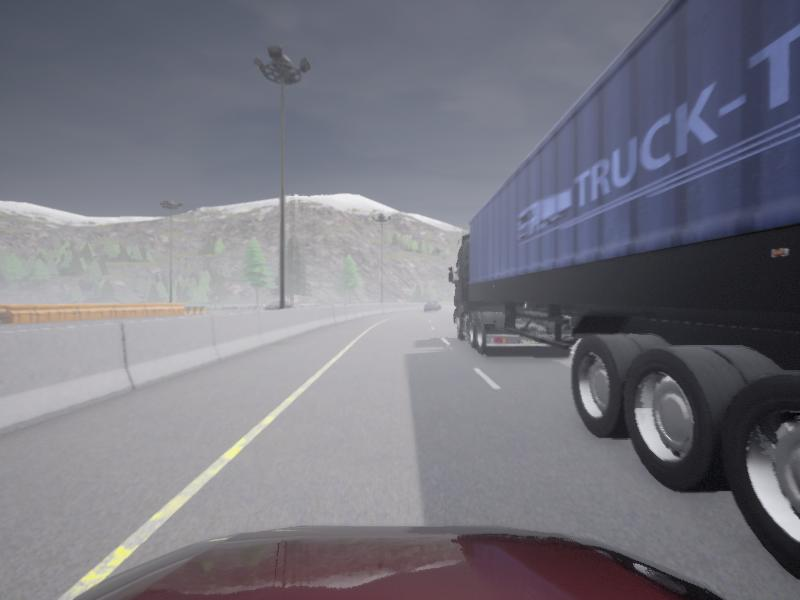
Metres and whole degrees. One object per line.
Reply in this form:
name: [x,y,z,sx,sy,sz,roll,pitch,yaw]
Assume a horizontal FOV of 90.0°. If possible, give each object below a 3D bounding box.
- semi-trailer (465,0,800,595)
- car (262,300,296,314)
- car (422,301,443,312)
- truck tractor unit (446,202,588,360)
semi-trailer: [3.505,-0.619,6.037,2.717,4.402,14.254,0,0,0]
car: [-14.652,0.826,48.707,1.882,1.535,5.008,0,0,9]
car: [4.538,0.898,54.998,2.033,1.411,5.357,0,0,14]
truck tractor unit: [3.513,-0.522,13.954,3.053,4.208,6.516,0,0,0]
